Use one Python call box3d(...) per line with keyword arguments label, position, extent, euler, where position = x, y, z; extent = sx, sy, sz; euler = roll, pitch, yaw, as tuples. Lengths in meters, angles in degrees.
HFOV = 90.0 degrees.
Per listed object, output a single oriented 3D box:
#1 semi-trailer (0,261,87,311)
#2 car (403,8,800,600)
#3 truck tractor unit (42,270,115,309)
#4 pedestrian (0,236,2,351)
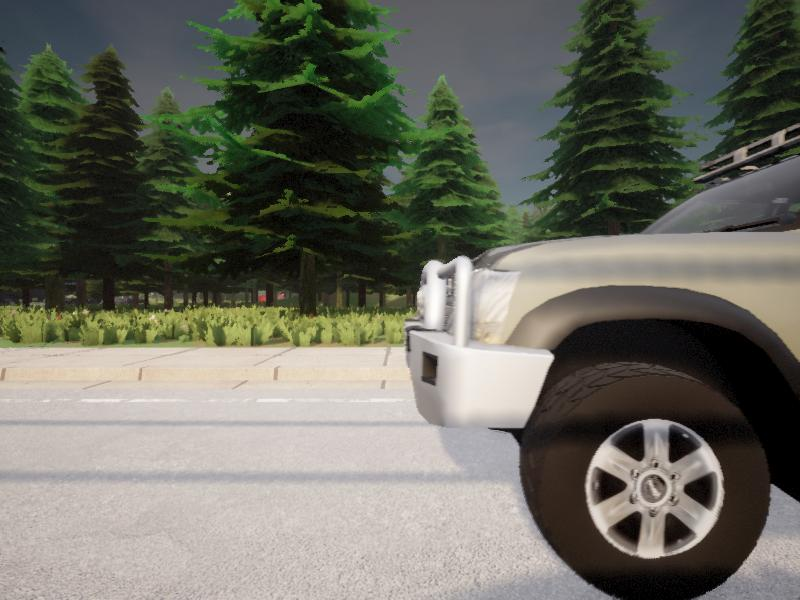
box3d(label="semi-trailer", position=(-36.831, -1.217, 38.251), extent=(2.717, 4.402, 14.254), euler=(0, 0, 0))
box3d(label="car", position=(2.329, 0.053, 2.180), extent=(4.605, 1.855, 1.932), euler=(0, 0, 0))
box3d(label="truck tractor unit", position=(-36.816, -1.113, 46.163), extent=(3.053, 4.208, 6.516), euler=(0, 0, 1))
box3d(label="pedestrian", position=(-6.910, -0.109, 6.205), extent=(0.751, 1.860, 0.751), euler=(0, 0, 9))
